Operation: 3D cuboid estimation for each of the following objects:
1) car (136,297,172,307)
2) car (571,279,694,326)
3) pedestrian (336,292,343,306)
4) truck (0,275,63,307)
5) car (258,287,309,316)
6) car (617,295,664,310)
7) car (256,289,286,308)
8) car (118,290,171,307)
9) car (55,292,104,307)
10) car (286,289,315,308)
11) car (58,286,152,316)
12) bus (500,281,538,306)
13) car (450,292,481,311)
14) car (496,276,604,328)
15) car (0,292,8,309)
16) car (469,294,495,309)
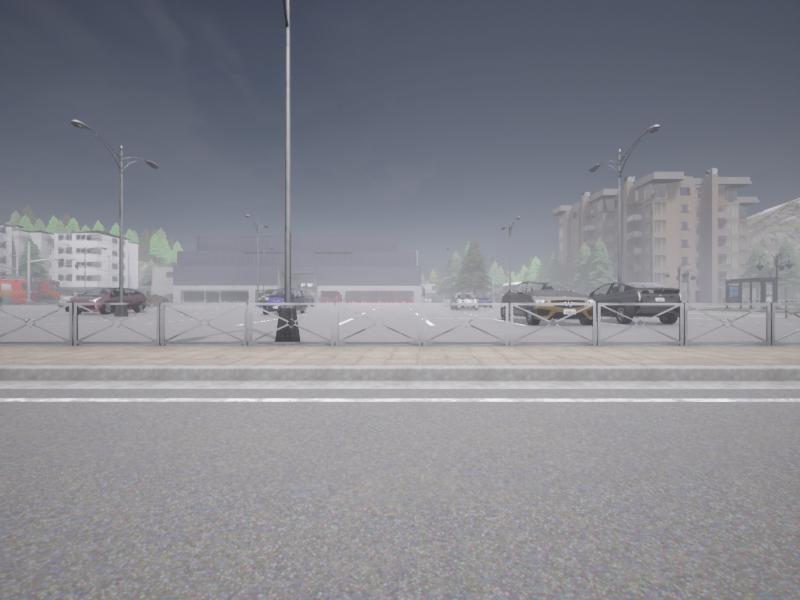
[{"bbox_3d":[-35.879,0.239,58.460,4.193,1.474,1.816,0,0,0],"label":"car"},{"bbox_3d":[8.481,0.083,15.194,2.007,1.523,4.514,0,0,0],"label":"car"},{"bbox_3d":[-7.695,-0.130,51.014,0.751,1.860,0.751,0,0,0],"label":"pedestrian"},{"bbox_3d":[-49.727,-1.104,52.083,2.891,3.827,8.468,0,-1,38],"label":"truck"},{"bbox_3d":[-6.528,0.063,22.762,1.845,1.501,3.633,0,0,0],"label":"car"},{"bbox_3d":[25.812,0.251,43.107,2.163,1.488,4.792,0,0,-1],"label":"car"},{"bbox_3d":[-13.109,-0.180,40.877,1.905,1.878,3.866,0,0,0],"label":"car"},{"bbox_3d":[-25.903,-0.103,40.831,2.152,1.636,5.027,0,0,0],"label":"car"},{"bbox_3d":[-32.319,-0.024,40.485,1.970,1.475,3.806,0,0,0],"label":"car"},{"bbox_3d":[-10.205,-0.159,41.299,1.932,1.855,4.605,0,0,0],"label":"car"},{"bbox_3d":[-16.521,0.041,22.769,2.007,1.523,4.514,0,0,0],"label":"car"},{"bbox_3d":[22.008,-1.139,74.763,3.944,4.253,10.273,0,0,-1],"label":"bus"},{"bbox_3d":[5.426,0.128,33.796,1.970,1.475,3.806,0,0,0],"label":"car"},{"bbox_3d":[5.345,0.074,15.130,2.152,1.636,5.027,0,0,0],"label":"car"},{"bbox_3d":[-35.957,0.041,33.423,2.007,1.523,4.514,0,0,0],"label":"car"},{"bbox_3d":[8.379,0.117,41.228,1.845,1.501,3.633,0,0,0],"label":"car"}]
